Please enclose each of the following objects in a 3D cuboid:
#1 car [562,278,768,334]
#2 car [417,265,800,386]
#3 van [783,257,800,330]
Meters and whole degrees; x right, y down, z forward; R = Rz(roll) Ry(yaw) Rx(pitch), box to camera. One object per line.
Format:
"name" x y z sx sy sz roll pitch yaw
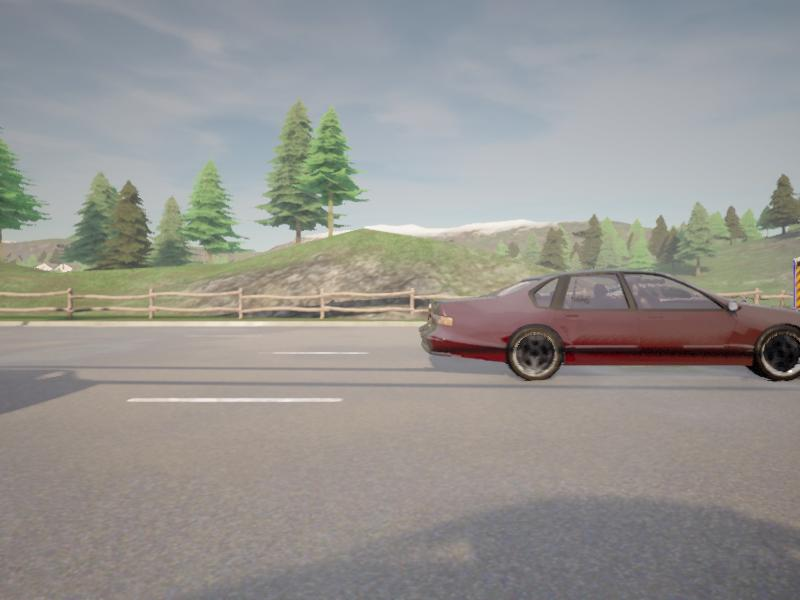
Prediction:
"car" 8.148 0.172 12.683 5.238 1.638 1.930 0 0 0
"car" 2.965 0.295 5.693 5.357 1.411 2.033 0 0 0
"van" 16.433 -0.220 12.660 6.366 2.431 2.351 0 0 0
